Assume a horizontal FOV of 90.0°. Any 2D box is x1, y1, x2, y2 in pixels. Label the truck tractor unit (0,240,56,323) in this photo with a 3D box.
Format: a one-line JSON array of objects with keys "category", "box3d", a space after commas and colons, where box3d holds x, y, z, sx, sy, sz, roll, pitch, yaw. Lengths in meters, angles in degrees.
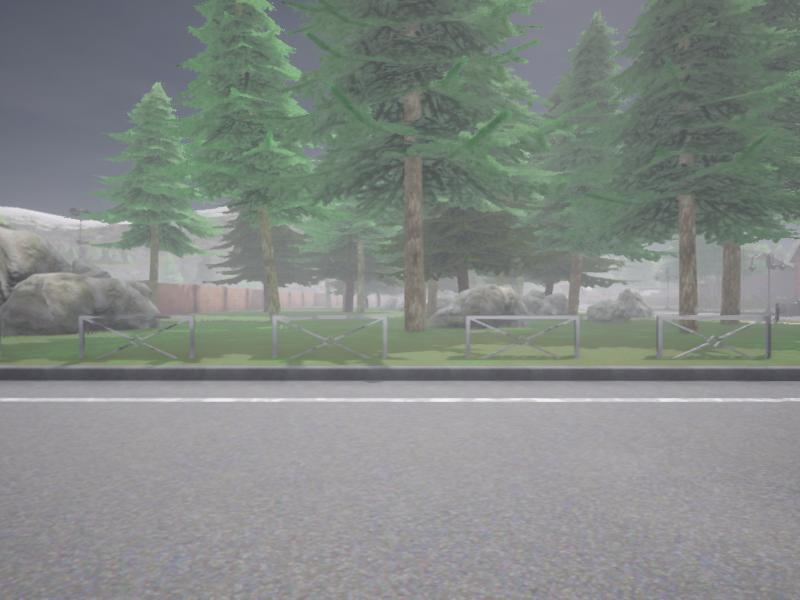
[{"category": "truck tractor unit", "box3d": [-21.794, -0.938, 20.381, 3.053, 4.208, 6.516, 0, 0, -2]}]
